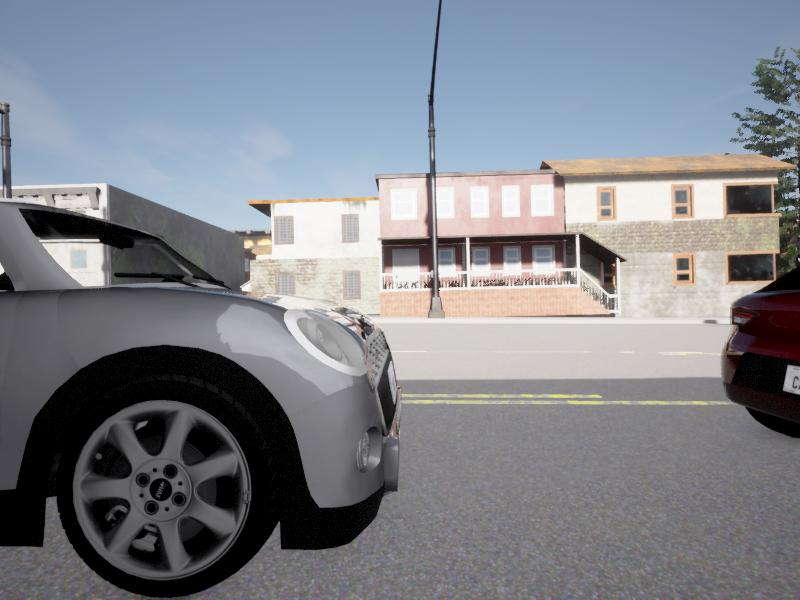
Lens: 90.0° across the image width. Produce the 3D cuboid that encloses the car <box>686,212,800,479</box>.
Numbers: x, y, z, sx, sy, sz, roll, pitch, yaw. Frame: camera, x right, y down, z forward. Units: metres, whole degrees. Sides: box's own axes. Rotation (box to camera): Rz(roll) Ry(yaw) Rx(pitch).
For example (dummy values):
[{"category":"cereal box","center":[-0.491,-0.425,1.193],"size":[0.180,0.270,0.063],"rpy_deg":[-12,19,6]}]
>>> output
[{"category":"car","center":[4.307,0.260,2.168],"size":[4.193,1.474,1.816],"rpy_deg":[0,0,1]}]

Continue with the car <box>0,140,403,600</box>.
[{"category":"car","center":[-1.899,0.258,2.237],"size":[3.806,1.475,1.970],"rpy_deg":[0,0,1]}]
